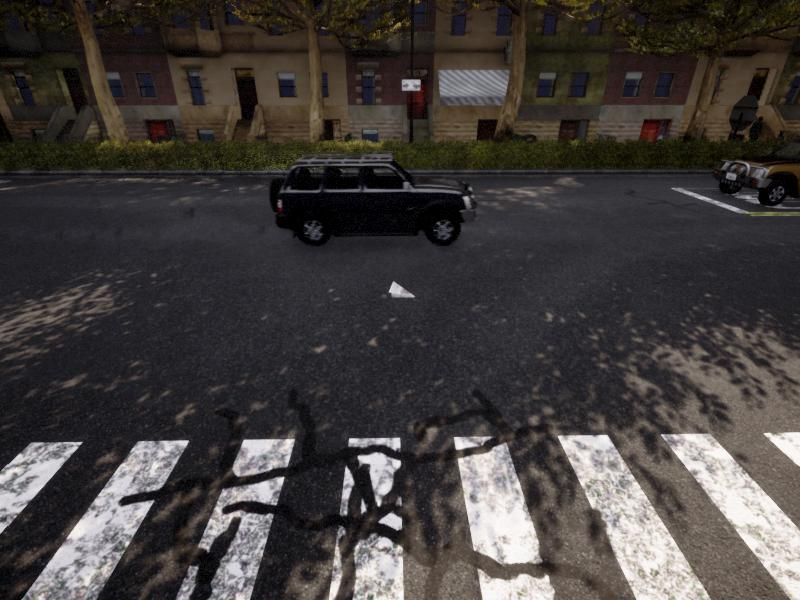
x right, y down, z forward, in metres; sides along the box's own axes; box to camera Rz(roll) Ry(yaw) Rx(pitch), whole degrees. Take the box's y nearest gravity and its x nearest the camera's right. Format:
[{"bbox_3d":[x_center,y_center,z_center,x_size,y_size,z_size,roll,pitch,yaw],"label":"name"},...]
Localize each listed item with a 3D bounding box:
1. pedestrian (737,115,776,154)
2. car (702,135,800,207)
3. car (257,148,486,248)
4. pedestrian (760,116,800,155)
[{"bbox_3d":[19.077,-8.882,21.464,0.751,1.860,0.751,-5,28,-10],"label":"pedestrian"},{"bbox_3d":[12.676,-4.066,12.462,4.605,1.855,1.932,0,27,-1],"label":"car"},{"bbox_3d":[-0.573,-2.436,9.309,4.605,1.855,1.932,0,27,0],"label":"car"},{"bbox_3d":[19.920,-8.618,20.949,0.751,1.860,0.751,-3,27,-5],"label":"pedestrian"}]
